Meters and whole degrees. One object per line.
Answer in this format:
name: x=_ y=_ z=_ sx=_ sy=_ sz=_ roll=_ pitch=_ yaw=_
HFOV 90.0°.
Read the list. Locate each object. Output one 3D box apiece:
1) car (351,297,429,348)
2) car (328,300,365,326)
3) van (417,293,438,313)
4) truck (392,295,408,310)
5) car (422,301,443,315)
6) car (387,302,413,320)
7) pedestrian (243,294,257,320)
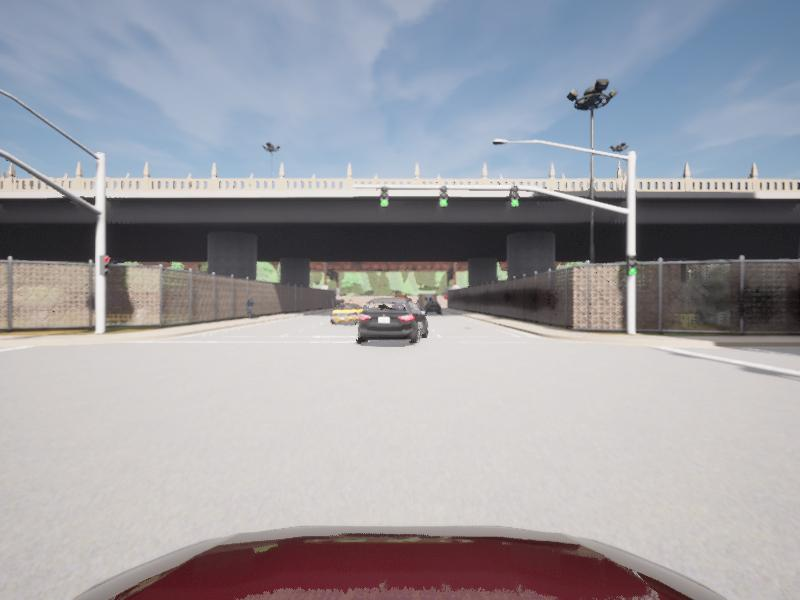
car: x=-0.181 y=0.755 z=15.711 sx=2.242 sy=1.667 sz=4.611 roll=1 pitch=0 yaw=9
car: x=-3.497 y=0.817 z=27.125 sx=1.801 sy=1.575 sz=5.366 roll=0 pitch=0 yaw=0
van: x=3.508 y=0.385 z=52.425 sx=2.351 sy=2.431 sz=6.366 roll=0 pitch=0 yaw=0
truck: x=0.007 y=0.354 z=68.065 sx=2.627 sy=2.467 sz=5.204 roll=0 pitch=0 yaw=0
car: x=3.505 y=0.854 z=43.935 sx=1.837 sy=1.490 sz=4.892 roll=0 pitch=0 yaw=0
car: x=0.010 y=0.907 z=34.347 sx=2.033 sy=1.411 sz=5.357 roll=0 pitch=0 yaw=0
pedestrian: x=-10.988 y=0.492 z=29.332 sx=0.751 sy=1.860 sz=0.751 roll=0 pitch=0 yaw=1
